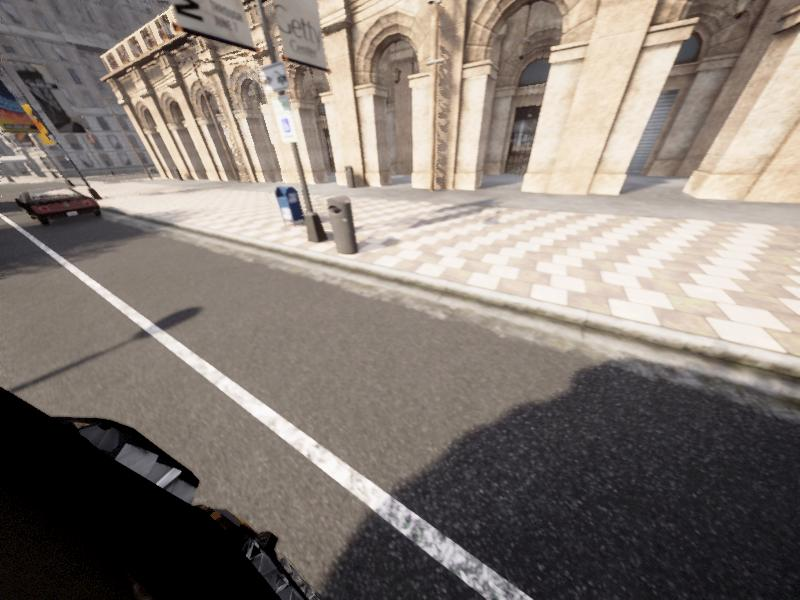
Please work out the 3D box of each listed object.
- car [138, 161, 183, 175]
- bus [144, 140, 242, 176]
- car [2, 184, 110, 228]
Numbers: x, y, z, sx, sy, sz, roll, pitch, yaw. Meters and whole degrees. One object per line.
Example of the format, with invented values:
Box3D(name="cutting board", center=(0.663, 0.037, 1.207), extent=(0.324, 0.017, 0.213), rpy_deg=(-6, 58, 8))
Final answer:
Box3D(name="car", center=(-42.477, -23.532, 41.144), extent=(2.152, 1.651, 5.027), rpy_deg=(16, 38, 26))
Box3D(name="bus", center=(-32.679, -23.101, 37.341), extent=(3.944, 4.253, 10.273), rpy_deg=(16, 38, 27))
Box3D(name="car", center=(-16.275, -4.569, 10.914), extent=(4.718, 1.301, 1.895), rpy_deg=(16, 38, 26))
